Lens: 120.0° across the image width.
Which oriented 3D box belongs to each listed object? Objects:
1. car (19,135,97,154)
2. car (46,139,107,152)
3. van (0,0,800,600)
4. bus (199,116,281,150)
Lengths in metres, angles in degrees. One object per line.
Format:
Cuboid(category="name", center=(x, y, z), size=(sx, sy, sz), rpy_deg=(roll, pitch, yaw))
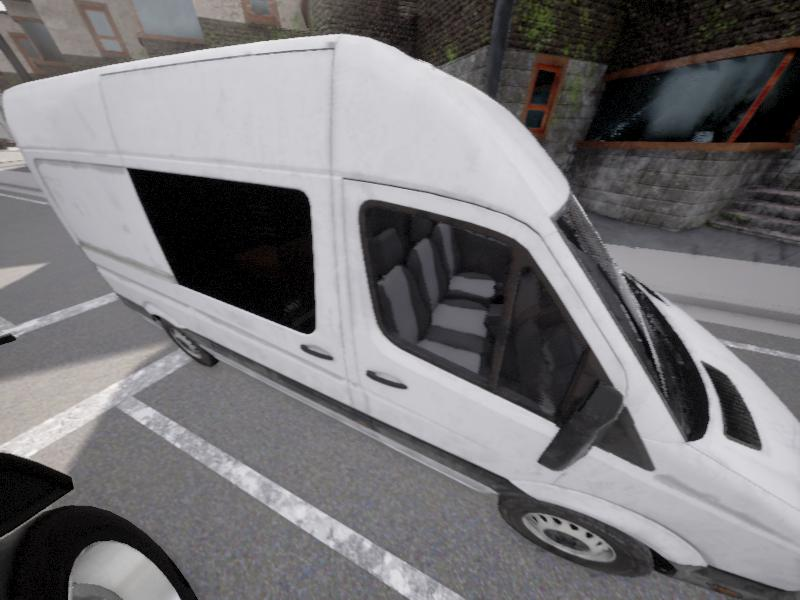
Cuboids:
Cuboid(category="car", center=(-48.152, -22.107, 32.788), size=(5.566, 2.045, 2.150), rpy_deg=(-14, 38, -18))
Cuboid(category="car", center=(-49.527, -23.771, 35.565), size=(5.008, 1.535, 1.882), rpy_deg=(-14, 37, -18))
Cuboid(category="van", center=(-0.405, -0.345, 2.173), size=(5.915, 2.561, 1.988), rpy_deg=(15, 38, 20))
Cuboid(category="bus", center=(-26.432, -28.447, 39.284), size=(10.273, 4.253, 3.944), rpy_deg=(-15, 38, -18))
